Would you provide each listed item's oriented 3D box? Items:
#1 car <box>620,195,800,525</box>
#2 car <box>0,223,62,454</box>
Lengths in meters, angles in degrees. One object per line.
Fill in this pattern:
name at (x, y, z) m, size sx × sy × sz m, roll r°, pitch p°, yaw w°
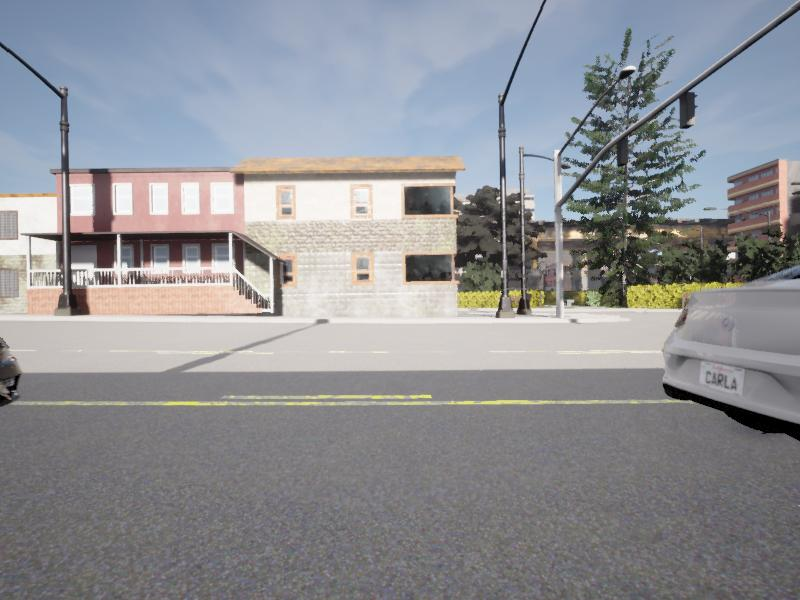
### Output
car at (4.075, 0.268, 2.268) m, size 4.674 × 1.442 × 1.812 m, roll 0°, pitch 0°, yaw -1°
car at (-4.637, 0.232, 2.073) m, size 4.193 × 1.474 × 1.816 m, roll 0°, pitch 0°, yaw -1°
